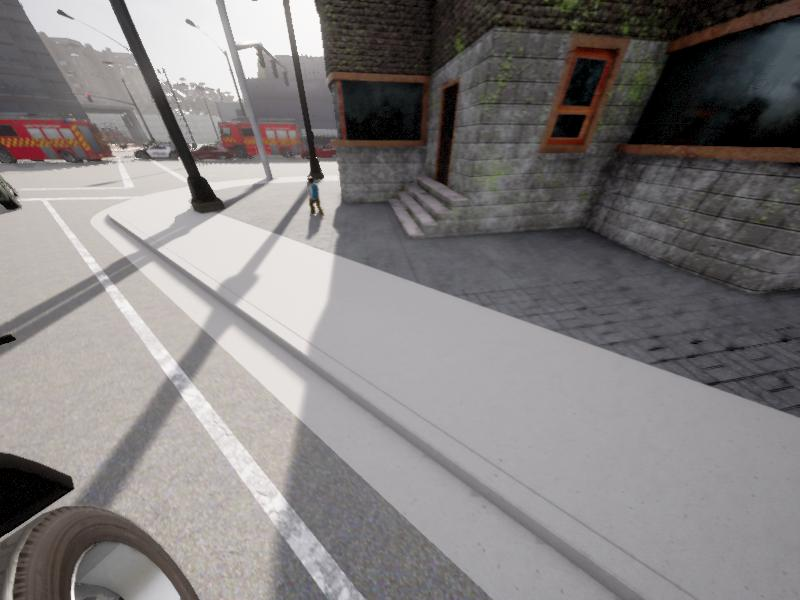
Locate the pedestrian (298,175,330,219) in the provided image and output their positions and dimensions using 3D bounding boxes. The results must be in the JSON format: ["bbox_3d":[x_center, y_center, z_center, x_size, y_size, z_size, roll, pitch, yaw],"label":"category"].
[{"bbox_3d":[-2.576,-3.126,6.999,0.500,1.100,0.500,23,41,29],"label":"pedestrian"}]

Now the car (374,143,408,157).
[{"bbox_3d":[-1.175,-19.463,29.876,4.181,1.385,1.994,-7,36,-8],"label":"car"}]

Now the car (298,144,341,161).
[{"bbox_3d":[-8.927,-16.590,25.909,4.193,1.474,1.816,-6,36,-8],"label":"car"}]

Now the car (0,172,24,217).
[{"bbox_3d":[-16.060,-4.311,8.115,5.566,2.045,2.150,23,41,28],"label":"car"}]

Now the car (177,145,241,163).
[{"bbox_3d":[-19.987,-15.457,24.363,4.674,1.442,1.812,-6,36,-8],"label":"car"}]

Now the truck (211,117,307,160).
[{"bbox_3d":[-15.964,-18.890,27.162,8.468,3.827,2.891,-6,35,-8],"label":"truck"}]

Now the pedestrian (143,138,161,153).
[{"bbox_3d":[-35.546,-22.133,33.105,0.751,1.860,0.751,3,35,4],"label":"pedestrian"}]

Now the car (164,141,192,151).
[{"bbox_3d":[-41.911,-29.226,43.749,1.816,1.474,4.193,-5,36,-8],"label":"car"}]

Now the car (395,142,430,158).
[{"bbox_3d":[1.443,-17.751,27.290,3.806,1.475,1.970,-7,36,-7],"label":"car"}]

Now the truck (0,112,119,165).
[{"bbox_3d":[-33.788,-15.078,21.715,8.468,3.827,2.891,-6,36,-8],"label":"truck"}]

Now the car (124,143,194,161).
[{"bbox_3d":[-27.167,-16.847,26.262,4.974,1.542,2.038,-5,36,-8],"label":"car"}]

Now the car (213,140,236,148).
[{"bbox_3d":[-43.604,-39.016,57.604,1.837,1.490,4.892,1,35,1],"label":"car"}]
